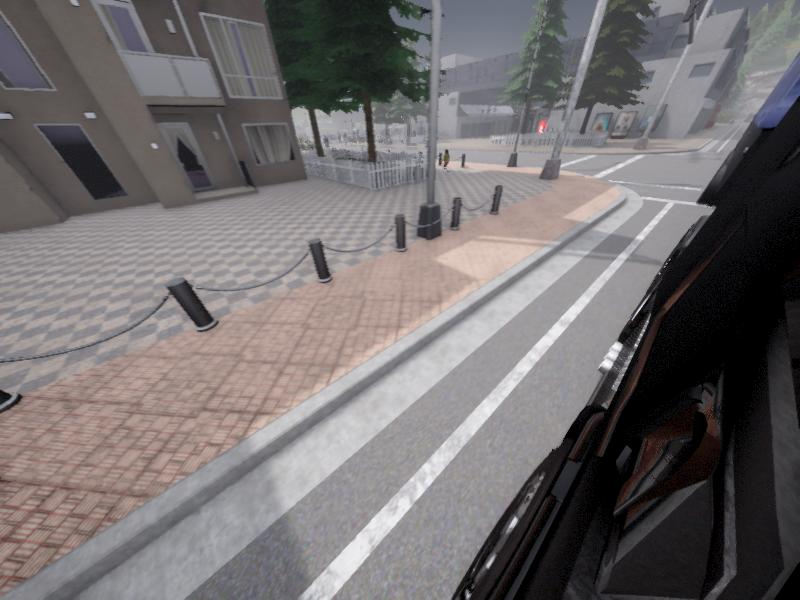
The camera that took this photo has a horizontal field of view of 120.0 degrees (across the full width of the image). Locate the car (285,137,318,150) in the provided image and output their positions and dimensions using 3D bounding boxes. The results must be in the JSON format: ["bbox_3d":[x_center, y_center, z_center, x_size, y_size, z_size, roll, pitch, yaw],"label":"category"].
[{"bbox_3d":[-15.302,-24.264,35.873,4.514,1.525,2.007,19,42,26],"label":"car"}]

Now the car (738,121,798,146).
[{"bbox_3d":[29.450,-13.433,18.605,4.181,1.385,1.994,-28,44,-30],"label":"car"}]

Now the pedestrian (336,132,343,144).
[{"bbox_3d":[-11.692,-31.128,44.494,0.751,1.860,0.751,-18,39,-20],"label":"pedestrian"}]

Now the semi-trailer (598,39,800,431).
[{"bbox_3d":[8.694,-3.606,4.237,14.254,4.402,2.717,-28,44,-30],"label":"semi-trailer"}]

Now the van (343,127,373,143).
[{"bbox_3d":[-9.116,-36.362,50.809,5.915,2.561,1.988,-29,44,-31],"label":"van"}]

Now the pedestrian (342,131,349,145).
[{"bbox_3d":[-9.006,-26.812,38.312,0.751,1.860,0.751,-15,38,-16],"label":"pedestrian"}]

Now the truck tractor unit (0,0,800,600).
[{"bbox_3d":[2.645,-0.295,0.352,6.516,4.208,3.053,-28,44,-30],"label":"truck tractor unit"}]

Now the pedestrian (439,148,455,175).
[{"bbox_3d":[2.391,-7.080,11.787,0.500,1.100,0.500,-32,46,-33],"label":"pedestrian"}]

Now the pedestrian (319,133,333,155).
[{"bbox_3d":[-7.910,-16.716,24.725,0.751,1.860,0.751,-29,44,-31],"label":"pedestrian"}]

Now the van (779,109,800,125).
[{"bbox_3d":[66.459,-30.728,38.817,4.480,2.038,2.069,-28,44,-30],"label":"van"}]
